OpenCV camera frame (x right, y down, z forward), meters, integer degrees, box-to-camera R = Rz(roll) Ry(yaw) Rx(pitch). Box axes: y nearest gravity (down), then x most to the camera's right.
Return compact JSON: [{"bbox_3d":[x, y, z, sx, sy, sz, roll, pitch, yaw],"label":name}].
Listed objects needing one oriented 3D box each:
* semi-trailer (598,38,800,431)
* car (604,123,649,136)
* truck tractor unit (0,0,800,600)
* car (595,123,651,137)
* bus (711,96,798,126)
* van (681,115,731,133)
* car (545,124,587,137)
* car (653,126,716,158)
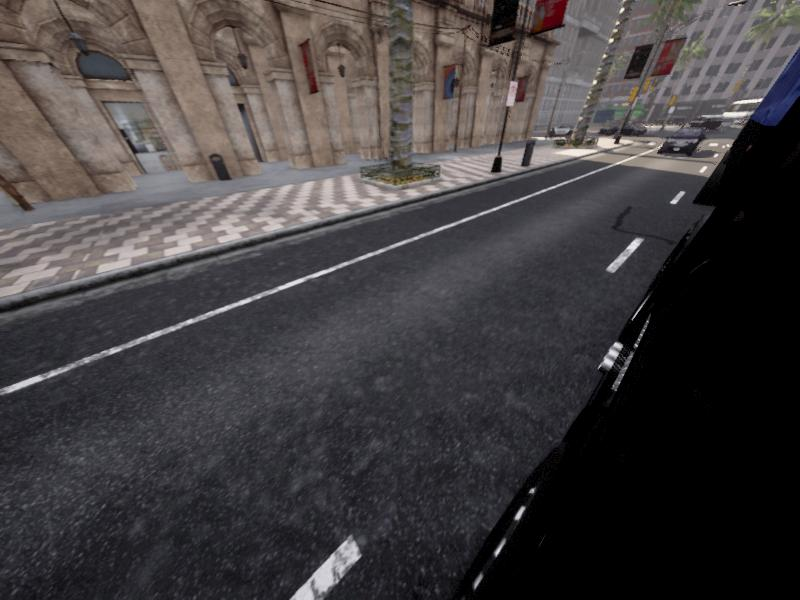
[{"bbox_3d":[8.671,-3.611,4.273,14.254,4.402,2.717,-28,44,-30],"label":"semi-trailer"},{"bbox_3d":[33.685,-25.390,34.433,1.994,1.385,4.181,-23,42,-26],"label":"car"},{"bbox_3d":[2.645,-0.295,0.351,6.516,4.208,3.053,-28,44,-30],"label":"truck tractor unit"},{"bbox_3d":[31.559,-24.133,32.854,2.033,1.411,5.357,-30,45,-32],"label":"car"},{"bbox_3d":[72.207,-38.747,47.726,3.944,4.253,10.273,9,38,14],"label":"bus"},{"bbox_3d":[45.685,-26.354,34.517,4.480,2.038,2.069,-10,39,-11],"label":"van"},{"bbox_3d":[26.710,-27.386,37.328,2.038,1.542,4.974,-28,44,-30],"label":"car"},{"bbox_3d":[18.864,-10.532,15.337,3.633,1.501,1.845,-28,44,-30],"label":"car"}]
